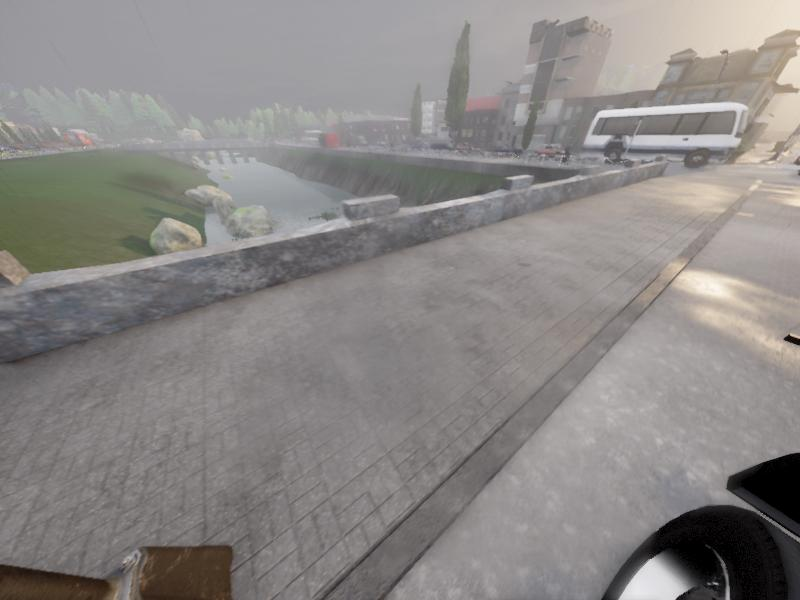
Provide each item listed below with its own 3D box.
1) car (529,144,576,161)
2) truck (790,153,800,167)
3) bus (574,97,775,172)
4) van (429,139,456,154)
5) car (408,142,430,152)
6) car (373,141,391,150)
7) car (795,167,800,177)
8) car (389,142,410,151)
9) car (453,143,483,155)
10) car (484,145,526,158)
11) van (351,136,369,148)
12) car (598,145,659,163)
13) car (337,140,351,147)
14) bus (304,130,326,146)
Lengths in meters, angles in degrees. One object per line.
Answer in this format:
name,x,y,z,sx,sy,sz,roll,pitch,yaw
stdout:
car,17.785,-17.382,27.109,1.970,1.475,3.806,-22,41,-28
truck,36.639,-12.814,19.600,5.204,2.467,2.627,-23,41,-28
bus,22.877,-14.528,20.615,3.944,4.253,10.273,-23,41,-29
van,7.220,-26.252,39.330,1.775,1.987,4.442,-22,41,-28
car,3.599,-29.011,43.715,1.816,1.474,4.193,-22,41,-28
car,-4.153,-35.349,52.791,1.812,1.442,4.674,-22,41,-28
car,28.565,-9.034,15.342,4.718,1.301,1.895,-22,41,-28
car,-0.155,-32.014,48.158,1.895,1.301,4.718,-22,41,-28
car,10.440,-23.404,35.708,1.970,1.475,3.806,-22,41,-28
car,14.140,-20.301,31.435,1.895,1.301,4.718,-22,41,-28
van,-10.366,-40.879,59.734,1.988,2.561,5.915,-22,40,-28
car,24.521,-15.855,24.981,1.994,1.385,4.181,-23,41,-28
car,-16.233,-45.340,66.856,2.242,1.667,4.611,-22,41,-28
bus,-30.650,-58.325,83.140,3.944,4.253,10.273,-22,41,-28
